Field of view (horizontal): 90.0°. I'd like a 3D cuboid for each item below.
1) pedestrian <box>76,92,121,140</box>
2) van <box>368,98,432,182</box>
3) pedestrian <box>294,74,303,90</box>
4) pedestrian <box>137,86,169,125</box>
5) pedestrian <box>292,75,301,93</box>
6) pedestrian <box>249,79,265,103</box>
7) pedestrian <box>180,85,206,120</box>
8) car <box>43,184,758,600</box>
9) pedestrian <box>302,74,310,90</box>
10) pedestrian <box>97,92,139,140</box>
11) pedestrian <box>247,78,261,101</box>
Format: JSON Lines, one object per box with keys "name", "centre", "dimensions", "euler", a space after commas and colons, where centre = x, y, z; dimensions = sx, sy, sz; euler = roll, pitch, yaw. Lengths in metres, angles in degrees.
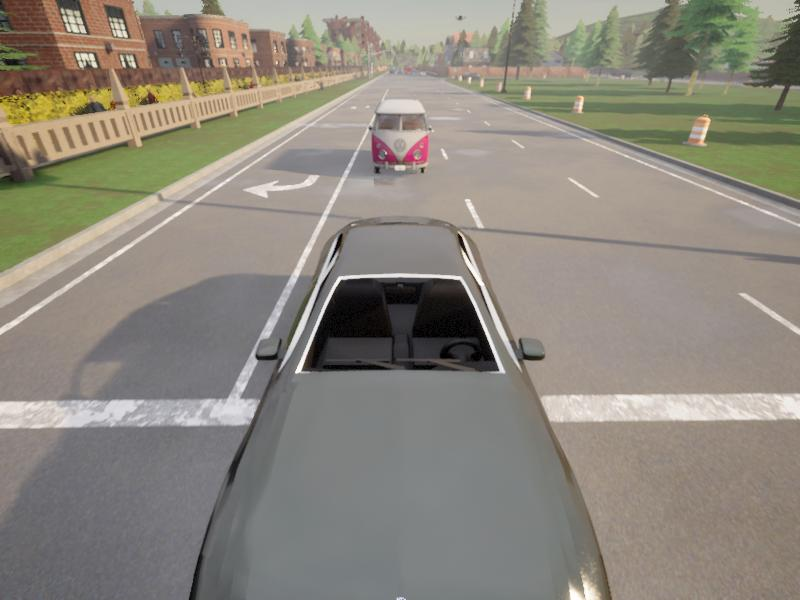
{"name": "pedestrian", "centre": [-13.206, -8.090, 17.582], "dimensions": [0.751, 1.860, 0.751], "euler": [1, 30, 2]}
{"name": "van", "centre": [0.003, -5.514, 13.421], "dimensions": [1.775, 1.987, 4.442], "euler": [0, 30, 0]}
{"name": "pedestrian", "centre": [-13.360, -28.669, 52.678], "dimensions": [0.751, 1.860, 0.751], "euler": [-1, 30, -1]}
{"name": "pedestrian", "centre": [-13.489, -10.619, 21.896], "dimensions": [0.751, 1.860, 0.751], "euler": [0, 30, 1]}
{"name": "pedestrian", "centre": [-12.499, -26.103, 48.301], "dimensions": [0.751, 1.860, 0.751], "euler": [-1, 30, -1]}
{"name": "pedestrian", "centre": [-12.325, -18.034, 34.541], "dimensions": [0.751, 1.860, 0.751], "euler": [0, 30, 0]}
{"name": "pedestrian", "centre": [-12.372, -11.816, 23.936], "dimensions": [0.751, 1.860, 0.751], "euler": [0, 30, 1]}
{"name": "car", "centre": [0.002, 0.408, 3.679], "dimensions": [2.152, 1.651, 5.027], "euler": [0, 30, 0]}
{"name": "pedestrian", "centre": [-12.542, -29.002, 53.245], "dimensions": [0.751, 1.860, 0.751], "euler": [-2, 30, -4]}
{"name": "pedestrian", "centre": [-12.393, -8.131, 17.652], "dimensions": [0.751, 1.860, 0.751], "euler": [1, 30, 1]}
{"name": "pedestrian", "centre": [-13.467, -19.435, 36.931], "dimensions": [0.751, 1.860, 0.751], "euler": [0, 30, 0]}
